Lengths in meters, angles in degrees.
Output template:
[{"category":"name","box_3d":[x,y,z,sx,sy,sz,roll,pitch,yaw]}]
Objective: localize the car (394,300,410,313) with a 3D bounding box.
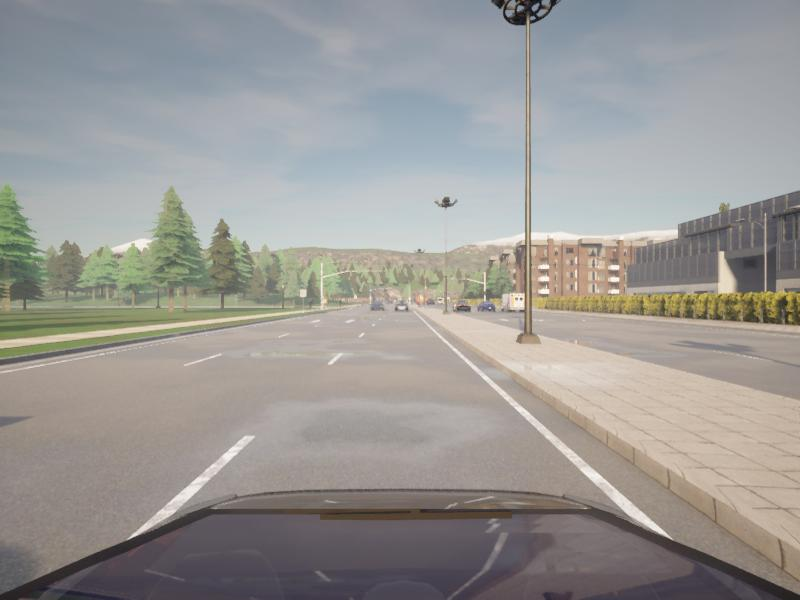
[{"category":"car","box_3d":[0.247,0.785,53.946,2.033,1.649,4.856,0,0,0]}]

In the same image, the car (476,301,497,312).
[{"category":"car","box_3d":[11.754,0.878,54.581,1.812,1.442,4.674,0,0,0]}]

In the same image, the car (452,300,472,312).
[{"category":"car","box_3d":[8.250,0.834,53.851,2.038,1.542,4.974,0,0,1]}]

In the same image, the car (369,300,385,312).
[{"category":"car","box_3d":[-3.236,0.835,57.018,2.038,1.542,4.974,0,0,0]}]

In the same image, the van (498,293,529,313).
[{"category":"van","box_3d":[15.255,0.386,54.156,2.351,2.431,6.366,0,0,0]}]
